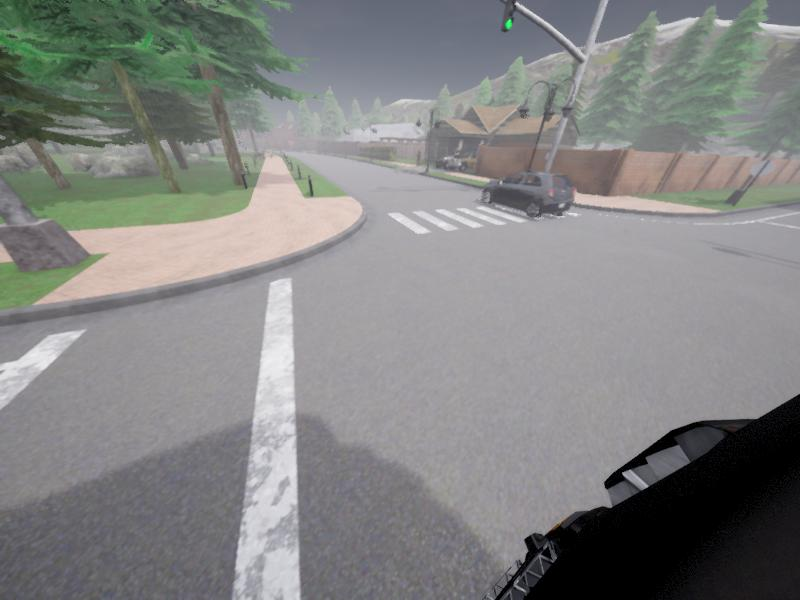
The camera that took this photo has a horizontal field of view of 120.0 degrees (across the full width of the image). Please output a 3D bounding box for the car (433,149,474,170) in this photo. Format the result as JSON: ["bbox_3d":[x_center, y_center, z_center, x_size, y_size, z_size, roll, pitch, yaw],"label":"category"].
[{"bbox_3d":[6.021,-15.775,25.998,3.866,1.878,1.905,-13,36,-21],"label":"car"}]

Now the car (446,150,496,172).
[{"bbox_3d":[7.420,-14.560,24.255,4.605,1.855,1.932,-13,36,-21],"label":"car"}]

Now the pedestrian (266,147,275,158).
[{"bbox_3d":[-17.869,-20.373,31.872,0.751,1.300,0.751,-13,36,-21],"label":"pedestrian"}]

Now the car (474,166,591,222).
[{"bbox_3d":[5.206,-4.594,9.711,1.845,1.501,3.633,-13,37,-22],"label":"car"}]

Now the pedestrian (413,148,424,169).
[{"bbox_3d":[2.010,-15.129,24.726,0.751,1.860,0.751,-15,37,-24],"label":"pedestrian"}]

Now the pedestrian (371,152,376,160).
[{"bbox_3d":[-4.172,-22.664,36.350,0.500,1.100,0.500,-18,39,-28],"label":"pedestrian"}]
